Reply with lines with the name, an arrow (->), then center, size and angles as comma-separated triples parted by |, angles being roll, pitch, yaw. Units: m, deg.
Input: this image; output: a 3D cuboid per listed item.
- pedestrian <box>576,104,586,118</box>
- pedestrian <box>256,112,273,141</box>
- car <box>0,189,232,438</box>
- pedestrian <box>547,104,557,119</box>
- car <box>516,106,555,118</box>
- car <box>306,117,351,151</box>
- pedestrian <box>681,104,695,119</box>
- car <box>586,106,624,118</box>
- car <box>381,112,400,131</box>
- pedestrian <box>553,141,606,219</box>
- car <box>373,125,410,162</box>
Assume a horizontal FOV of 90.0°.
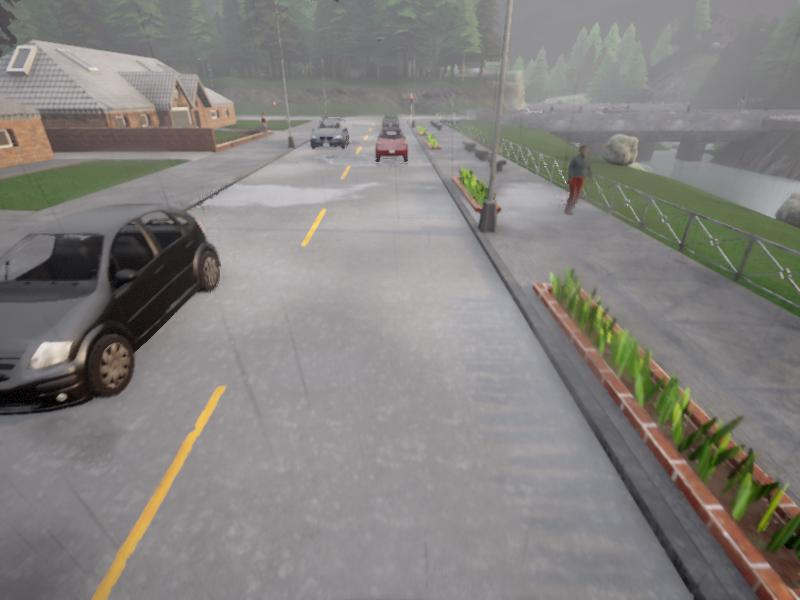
pedestrian -> 25.647, -26.814, 56.798 | 0.751, 1.860, 0.751 | 3, 27, 6
pedestrian -> -9.783, -12.551, 28.895 | 0.751, 1.860, 0.751 | -2, 27, -3
car -> -4.060, -0.252, 5.398 | 1.851, 1.617, 3.988 | -1, 27, -1
pedestrian -> 20.946, -26.027, 55.260 | 0.751, 1.860, 0.751 | -5, 27, -9
car -> 20.286, -28.154, 59.997 | 4.974, 1.542, 2.038 | -1, 27, -1
car -> -4.564, -10.991, 26.336 | 2.242, 1.667, 4.611 | -1, 27, -1
pedestrian -> 40.172, -26.303, 55.802 | 0.751, 1.860, 0.751 | -1, 27, -2
car -> 32.613, -30.069, 63.805 | 4.611, 1.667, 2.242 | -1, 27, -1
car -> -0.935, -18.095, 40.447 | 1.816, 1.474, 4.193 | 0, 27, -1
pedestrian -> 4.644, -3.133, 10.477 | 0.751, 1.860, 0.751 | 2, 27, 4
car -> -0.452, -8.536, 21.687 | 1.845, 1.501, 3.633 | -1, 27, -1
